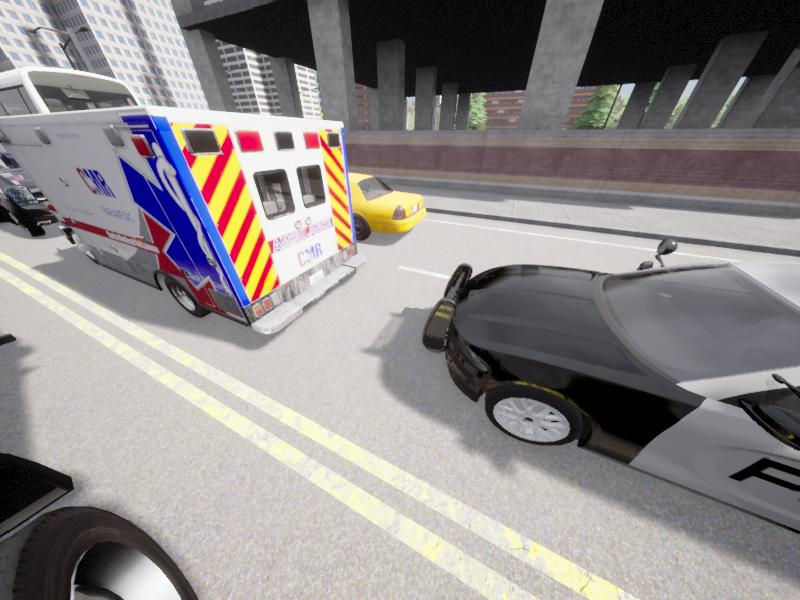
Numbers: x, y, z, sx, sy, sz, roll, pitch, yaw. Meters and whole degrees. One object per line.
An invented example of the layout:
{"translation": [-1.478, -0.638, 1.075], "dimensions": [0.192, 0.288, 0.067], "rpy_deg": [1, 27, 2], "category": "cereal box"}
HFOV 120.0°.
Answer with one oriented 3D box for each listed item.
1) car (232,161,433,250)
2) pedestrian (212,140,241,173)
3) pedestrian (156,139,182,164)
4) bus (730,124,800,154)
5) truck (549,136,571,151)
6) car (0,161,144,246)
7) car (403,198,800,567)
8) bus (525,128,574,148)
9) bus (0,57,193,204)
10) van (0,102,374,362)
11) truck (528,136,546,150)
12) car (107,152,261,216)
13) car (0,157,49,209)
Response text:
{"translation": [-1.940, -2.978, 6.752], "dimensions": [5.366, 1.575, 1.801], "rpy_deg": [15, 38, 20], "category": "car"}
{"translation": [-11.879, -9.826, 15.852], "dimensions": [0.751, 1.860, 0.751], "rpy_deg": [16, 38, 21], "category": "pedestrian"}
{"translation": [-20.808, -13.396, 20.860], "dimensions": [0.751, 1.860, 0.751], "rpy_deg": [20, 40, 25], "category": "pedestrian"}
{"translation": [69.328, -30.133, 43.298], "dimensions": [3.944, 4.253, 10.273], "rpy_deg": [18, 39, 23], "category": "bus"}
{"translation": [33.412, -32.969, 48.465], "dimensions": [2.615, 2.467, 5.204], "rpy_deg": [15, 38, 20], "category": "truck"}
{"translation": [-10.798, -3.112, 6.946], "dimensions": [4.902, 1.511, 2.128], "rpy_deg": [15, 38, 20], "category": "car"}
{"translation": [2.810, 0.499, 1.800], "dimensions": [5.238, 1.638, 1.930], "rpy_deg": [15, 38, 20], "category": "car"}
{"translation": [40.062, -43.790, 62.577], "dimensions": [10.273, 4.253, 3.944], "rpy_deg": [15, 38, 20], "category": "bus"}
{"translation": [-16.460, -7.904, 11.329], "dimensions": [10.273, 4.253, 3.944], "rpy_deg": [15, 38, 20], "category": "bus"}
{"translation": [-3.893, -1.629, 4.092], "dimensions": [6.366, 2.431, 2.351], "rpy_deg": [15, 38, 20], "category": "van"}
{"translation": [29.503, -34.028, 49.943], "dimensions": [2.615, 2.467, 5.204], "rpy_deg": [15, 38, 20], "category": "truck"}
{"translation": [-8.367, -4.746, 9.140], "dimensions": [4.611, 1.667, 2.242], "rpy_deg": [15, 38, 20], "category": "car"}
{"translation": [-16.631, -4.701, 9.126], "dimensions": [3.705, 1.549, 1.789], "rpy_deg": [15, 38, 20], "category": "car"}
